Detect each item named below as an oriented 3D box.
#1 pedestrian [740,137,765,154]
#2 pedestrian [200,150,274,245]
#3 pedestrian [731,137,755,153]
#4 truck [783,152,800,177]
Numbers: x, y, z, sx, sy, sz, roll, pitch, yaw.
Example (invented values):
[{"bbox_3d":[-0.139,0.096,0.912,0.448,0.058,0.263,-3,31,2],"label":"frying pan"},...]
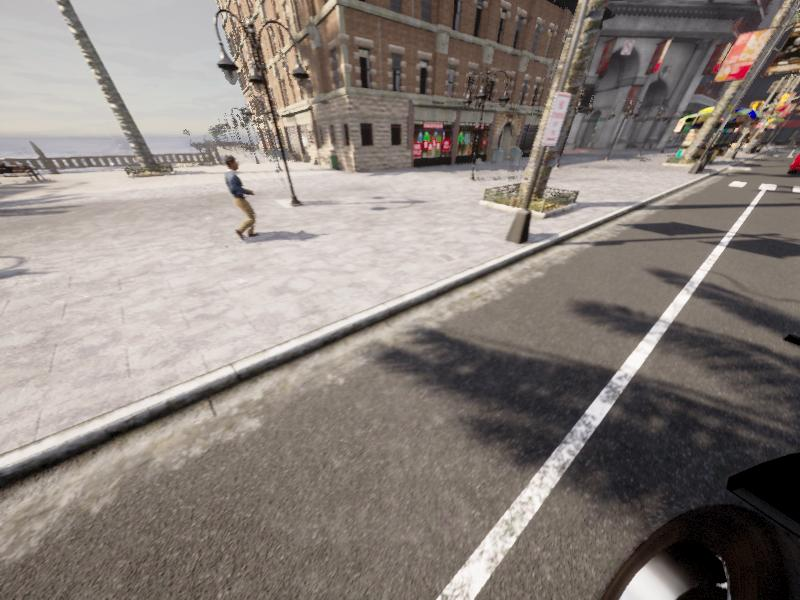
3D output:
[{"bbox_3d":[47.227,-20.773,30.991,0.751,1.860,0.751,-2,35,-2],"label":"pedestrian"},{"bbox_3d":[-3.684,-2.362,5.364,0.751,1.860,0.751,-20,40,-26],"label":"pedestrian"},{"bbox_3d":[47.807,-21.635,32.207,0.751,1.860,0.751,-1,35,-1],"label":"pedestrian"},{"bbox_3d":[29.680,-10.524,15.233,8.468,3.827,2.891,-22,41,-28],"label":"truck"}]
